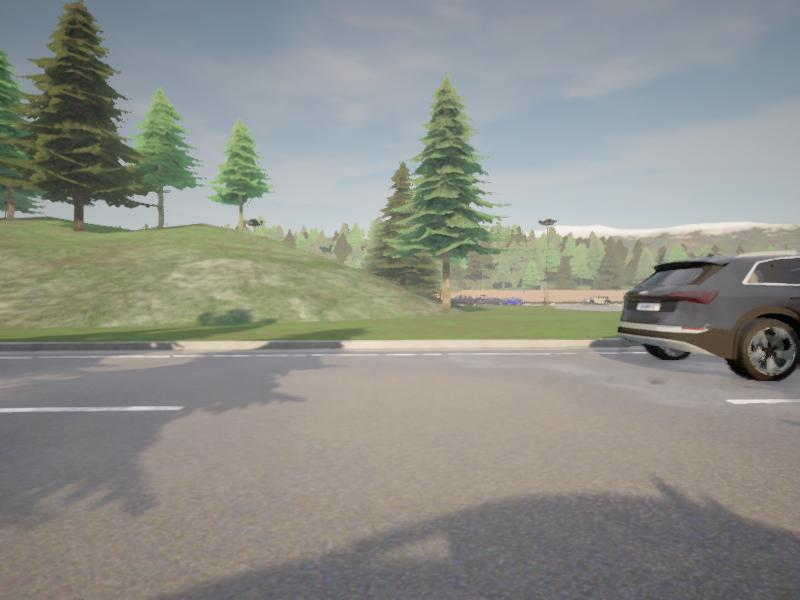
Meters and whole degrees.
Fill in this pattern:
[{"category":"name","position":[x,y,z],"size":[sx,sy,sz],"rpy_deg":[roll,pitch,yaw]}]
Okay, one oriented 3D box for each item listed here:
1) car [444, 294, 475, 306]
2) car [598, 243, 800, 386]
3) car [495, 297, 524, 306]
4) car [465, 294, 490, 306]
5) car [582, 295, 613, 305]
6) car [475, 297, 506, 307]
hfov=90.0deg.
[{"category":"car","position":[9.389,0.045,63.176],"size":[4.605,1.855,1.932],"rpy_deg":[0,0,-2]},{"category":"car","position":[5.744,0.166,5.709],"size":[4.856,1.649,2.033],"rpy_deg":[0,0,-2]},{"category":"car","position":[19.263,0.231,70.548],"size":[4.514,1.525,2.007],"rpy_deg":[0,0,-2]},{"category":"car","position":[12.942,0.030,66.811],"size":[3.866,1.878,1.905],"rpy_deg":[0,0,-2]},{"category":"car","position":[35.058,-0.022,71.136],"size":[4.605,1.855,1.932],"rpy_deg":[0,0,-2]},{"category":"car","position":[13.570,0.287,59.966],"size":[4.181,1.385,1.994],"rpy_deg":[0,0,-2]}]
